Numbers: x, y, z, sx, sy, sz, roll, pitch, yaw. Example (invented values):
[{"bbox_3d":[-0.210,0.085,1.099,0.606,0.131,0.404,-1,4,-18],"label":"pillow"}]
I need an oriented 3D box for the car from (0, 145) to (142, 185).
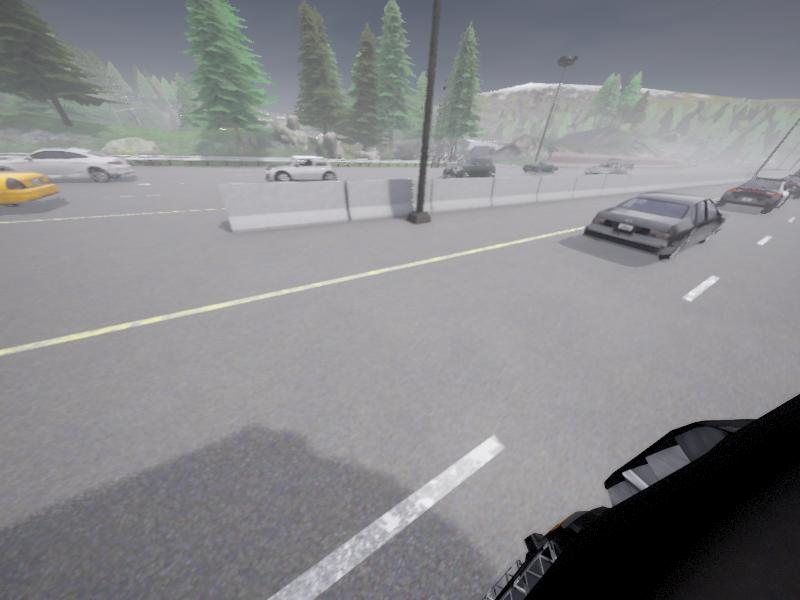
[{"bbox_3d":[-16.538,-6.661,11.386,4.674,1.442,1.812,-16,38,-26],"label":"car"}]

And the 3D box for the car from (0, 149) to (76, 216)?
[{"bbox_3d":[-13.575,-3.079,6.114,5.366,1.575,1.801,-16,38,-26],"label":"car"}]

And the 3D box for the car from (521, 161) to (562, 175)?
[{"bbox_3d":[17.413,-16.326,28.495,4.718,1.301,1.895,-16,38,-26],"label":"car"}]

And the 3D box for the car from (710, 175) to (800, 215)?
[{"bbox_3d":[20.497,-6.088,13.176,4.974,1.542,2.038,-16,38,-26],"label":"car"}]

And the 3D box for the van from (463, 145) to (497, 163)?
[{"bbox_3d":[14.865,-27.370,43.373,1.988,2.561,5.915,-16,38,-26],"label":"van"}]

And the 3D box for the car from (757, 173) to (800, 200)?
[{"bbox_3d":[32.365,-9.486,19.139,4.974,1.542,2.038,-16,38,-26],"label":"car"}]

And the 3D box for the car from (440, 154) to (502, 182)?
[{"bbox_3d":[5.865,-10.977,19.186,4.553,1.767,2.097,-16,38,-26],"label":"car"}]

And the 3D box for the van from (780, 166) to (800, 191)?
[{"bbox_3d":[43.514,-13.091,24.451,5.915,2.561,1.988,-16,38,-26],"label":"van"}]

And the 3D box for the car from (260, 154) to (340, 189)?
[{"bbox_3d":[-5.729,-7.527,13.449,3.806,1.475,1.970,-16,38,-26],"label":"car"}]

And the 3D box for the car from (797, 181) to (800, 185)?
[{"bbox_3d":[56.190,-16.310,31.118,4.514,1.525,2.007,-16,38,-26],"label":"car"}]

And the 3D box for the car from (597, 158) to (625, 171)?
[{"bbox_3d":[38.690,-24.908,42.378,3.866,1.878,1.905,-16,38,-26],"label":"car"}]

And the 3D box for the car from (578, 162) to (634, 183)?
[{"bbox_3d":[20.887,-12.966,23.425,5.027,1.651,2.152,-16,38,-26],"label":"car"}]

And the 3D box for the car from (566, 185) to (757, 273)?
[{"bbox_3d":[7.701,-2.365,6.782,5.357,1.411,2.033,-16,38,-26],"label":"car"}]

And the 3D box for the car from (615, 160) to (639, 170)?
[{"bbox_3d":[44.686,-26.493,45.484,3.705,1.549,1.789,-16,38,-26],"label":"car"}]

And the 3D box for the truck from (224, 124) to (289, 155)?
[{"bbox_3d":[-24.015,-27.141,39.355,8.468,3.827,2.891,-14,37,-24],"label":"truck"}]
